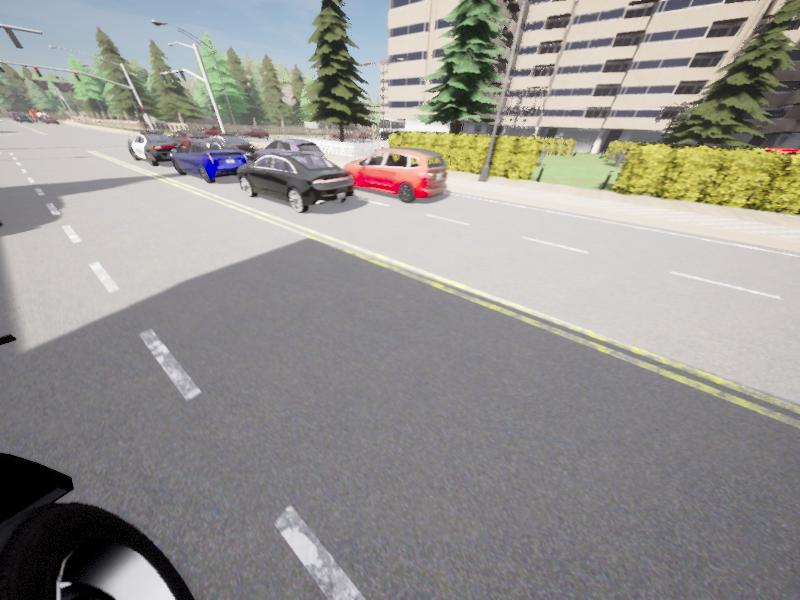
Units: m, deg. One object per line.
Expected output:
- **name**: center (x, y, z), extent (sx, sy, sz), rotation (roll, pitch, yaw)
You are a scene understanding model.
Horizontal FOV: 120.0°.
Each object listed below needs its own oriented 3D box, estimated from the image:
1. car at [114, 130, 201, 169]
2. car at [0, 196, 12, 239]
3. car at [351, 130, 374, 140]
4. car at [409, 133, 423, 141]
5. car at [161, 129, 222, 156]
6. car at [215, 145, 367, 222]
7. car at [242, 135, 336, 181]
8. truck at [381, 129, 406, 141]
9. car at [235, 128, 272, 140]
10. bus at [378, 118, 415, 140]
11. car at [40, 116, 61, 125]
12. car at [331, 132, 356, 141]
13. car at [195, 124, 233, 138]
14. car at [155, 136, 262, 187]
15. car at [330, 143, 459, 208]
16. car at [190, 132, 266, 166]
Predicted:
- **car**: center (-14.628, -9.164, 13.910), extent (4.974, 1.542, 2.038), rotation (24, 42, 26)
- **car**: center (-11.204, -2.565, 5.113), extent (5.238, 1.638, 1.930), rotation (24, 42, 26)
- **car**: center (-8.151, -36.134, 50.733), extent (2.152, 1.651, 5.027), rotation (24, 42, 27)
- **car**: center (4.194, -42.457, 60.209), extent (1.816, 1.474, 4.193), rotation (24, 42, 26)
- **car**: center (-16.791, -12.734, 18.602), extent (4.514, 1.525, 2.007), rotation (26, 42, 28)
- **car**: center (-3.734, -4.234, 7.964), extent (4.902, 1.511, 2.128), rotation (24, 42, 26)
- **car**: center (-6.063, -7.882, 12.649), extent (4.856, 1.649, 2.033), rotation (24, 42, 27)
- **truck**: center (-1.497, -38.133, 53.467), extent (2.390, 2.098, 6.274), rotation (25, 42, 27)
- **car**: center (-23.717, -27.069, 37.612), extent (1.812, 1.442, 4.674), rotation (24, 42, 27)
- **bus**: center (-0.796, -43.214, 58.575), extent (3.944, 4.253, 10.273), rotation (24, 42, 27)
- **car**: center (-82.492, -42.340, 54.455), extent (3.806, 1.475, 1.970), rotation (24, 42, 26)
- **car**: center (-10.763, -31.499, 44.507), extent (1.994, 1.385, 4.181), rotation (31, 45, 33)
- **car**: center (-29.117, -26.427, 36.256), extent (1.851, 1.617, 3.988), rotation (26, 42, 28)
- **car**: center (-8.932, -6.588, 10.799), extent (4.514, 1.525, 2.007), rotation (24, 42, 26)
- **car**: center (-0.322, -5.307, 9.503), extent (4.611, 1.667, 2.242), rotation (24, 41, 26)
- **car**: center (-11.740, -10.408, 15.779), extent (4.974, 1.542, 2.038), rotation (24, 42, 26)
